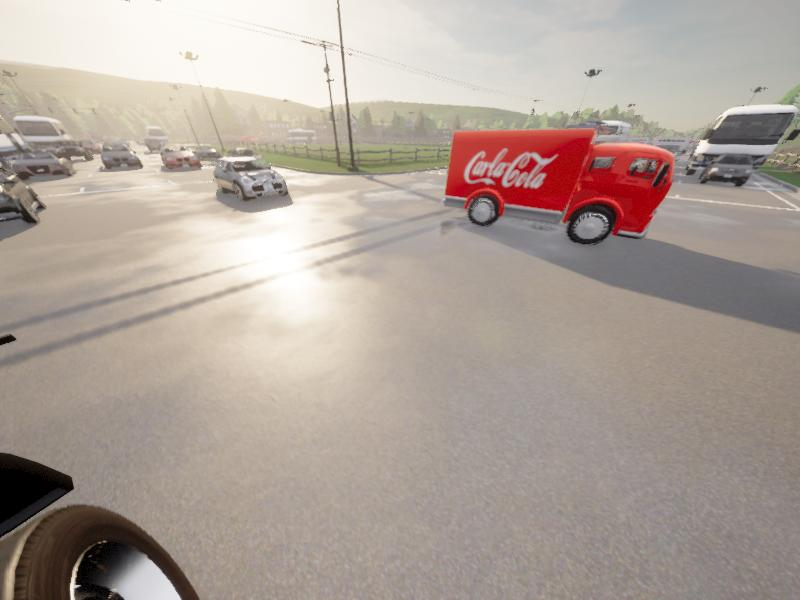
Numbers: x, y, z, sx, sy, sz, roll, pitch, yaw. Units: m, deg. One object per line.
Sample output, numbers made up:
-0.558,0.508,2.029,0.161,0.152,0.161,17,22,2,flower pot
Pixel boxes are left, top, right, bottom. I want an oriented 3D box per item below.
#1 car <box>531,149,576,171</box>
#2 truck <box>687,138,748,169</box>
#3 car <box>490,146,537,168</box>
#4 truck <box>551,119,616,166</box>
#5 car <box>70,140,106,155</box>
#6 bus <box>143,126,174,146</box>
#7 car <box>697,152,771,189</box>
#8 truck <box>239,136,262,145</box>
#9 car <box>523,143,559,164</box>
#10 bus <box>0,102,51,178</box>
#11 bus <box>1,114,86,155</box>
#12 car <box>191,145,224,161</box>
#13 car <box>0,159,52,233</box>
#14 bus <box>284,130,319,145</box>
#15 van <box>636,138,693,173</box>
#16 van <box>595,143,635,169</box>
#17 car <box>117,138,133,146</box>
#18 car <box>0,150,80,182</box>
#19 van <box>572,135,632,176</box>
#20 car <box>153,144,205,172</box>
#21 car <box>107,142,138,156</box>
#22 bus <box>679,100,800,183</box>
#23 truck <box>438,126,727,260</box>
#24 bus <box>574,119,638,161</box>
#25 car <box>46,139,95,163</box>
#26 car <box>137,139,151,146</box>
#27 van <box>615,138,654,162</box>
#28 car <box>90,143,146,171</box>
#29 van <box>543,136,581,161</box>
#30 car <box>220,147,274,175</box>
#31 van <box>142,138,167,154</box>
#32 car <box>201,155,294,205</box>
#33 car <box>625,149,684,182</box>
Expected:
14.244,-13.063,21.417,4.892,1.490,1.837,-29,45,-35,car
33.018,-15.501,24.284,2.627,2.467,5.204,30,45,35,truck
11.392,-14.360,23.074,4.611,1.667,2.242,-29,45,-35,car
20.688,-17.617,25.959,8.468,3.827,2.891,-29,45,-35,truck
-44.737,-22.024,33.258,2.242,1.667,4.611,-29,45,-35,car
-66.838,-45.233,63.783,3.944,4.253,10.273,-29,44,-35,bus
20.760,-8.291,14.608,3.988,1.617,1.851,-29,45,-35,car
-47.862,-51.174,74.035,5.204,2.467,2.627,-29,45,-35,truck
16.682,-17.403,27.296,4.605,1.855,1.932,-29,45,-35,car
-29.489,-11.068,15.610,3.944,4.253,10.273,-29,44,-35,bus
-50.365,-23.672,33.291,3.944,4.253,10.273,-29,44,-35,bus
-22.361,-17.087,26.783,1.994,1.385,4.181,-29,44,-35,car
-12.630,-3.154,6.906,3.705,1.549,1.789,27,43,33,car
-35.459,-58.669,83.312,10.273,4.253,3.944,-29,45,-35,bus
24.755,-13.678,21.617,6.366,2.431,2.351,-29,45,-35,van
21.667,-14.591,23.262,4.442,1.987,1.775,-29,45,-35,van
-71.058,-40.797,59.693,2.033,1.649,4.856,-29,44,-35,car
-22.849,-8.699,14.832,1.994,1.385,4.181,-29,45,-35,car
16.722,-12.053,19.103,5.915,2.561,1.988,-29,45,-35,van
-18.511,-11.995,19.318,2.242,1.667,4.611,-29,45,-35,car
-37.900,-20.713,31.648,2.163,1.488,4.792,-29,44,-35,car
26.238,-12.330,18.130,10.273,4.253,3.944,-29,45,-35,bus
4.168,-3.424,6.711,5.204,2.467,2.627,23,41,29,truck
29.113,-22.400,32.507,10.273,4.253,3.944,-29,45,-35,bus
-33.526,-15.334,23.692,1.905,1.878,3.866,-29,44,-35,car
-68.184,-41.945,61.407,1.801,1.575,5.366,-29,44,-35,car
31.888,-20.487,31.406,6.366,2.431,2.351,-29,45,-35,van
-23.212,-11.923,19.155,2.242,1.667,4.611,-29,44,-35,car
22.160,-20.737,31.541,5.915,2.561,1.988,-29,45,-35,van
-12.029,-11.014,18.132,4.514,1.525,2.007,30,44,35,car
-38.237,-24.036,35.937,1.775,1.987,4.442,-29,44,-35,van
-6.884,-5.548,10.457,3.806,1.475,1.970,26,43,32,car
18.891,-10.070,17.104,5.027,1.651,2.152,-29,45,-35,car
